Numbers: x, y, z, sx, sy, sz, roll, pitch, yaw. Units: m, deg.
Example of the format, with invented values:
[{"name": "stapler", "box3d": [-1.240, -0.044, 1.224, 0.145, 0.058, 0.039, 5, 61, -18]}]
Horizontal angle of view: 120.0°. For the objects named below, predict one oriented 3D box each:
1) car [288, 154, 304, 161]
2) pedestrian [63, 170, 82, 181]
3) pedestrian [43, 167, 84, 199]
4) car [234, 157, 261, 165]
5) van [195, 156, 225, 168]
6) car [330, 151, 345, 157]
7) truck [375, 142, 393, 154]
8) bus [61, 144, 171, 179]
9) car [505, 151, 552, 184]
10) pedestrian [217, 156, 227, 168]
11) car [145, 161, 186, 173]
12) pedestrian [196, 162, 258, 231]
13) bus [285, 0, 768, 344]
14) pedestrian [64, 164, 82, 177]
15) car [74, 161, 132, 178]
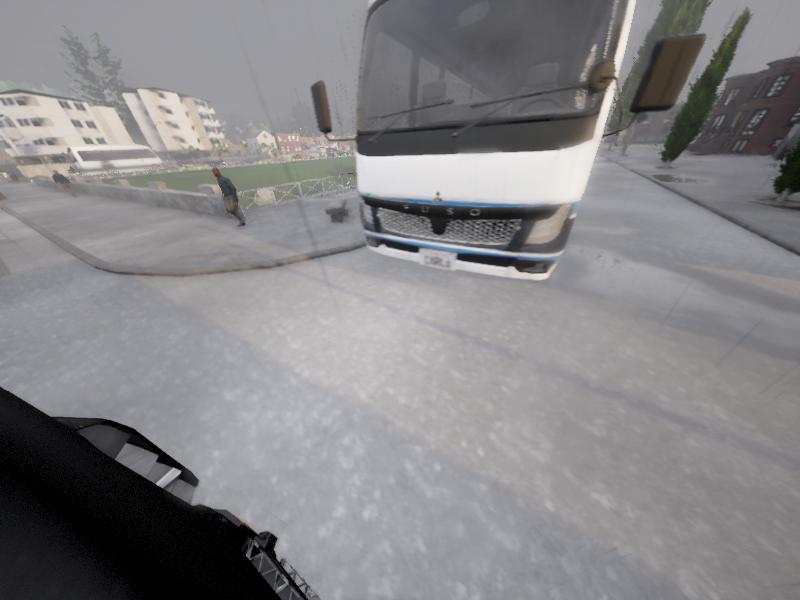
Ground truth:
[{"name": "car", "box3d": [-30.847, -42.402, 68.558, 1.851, 1.617, 3.988, 16, 38, 26]}, {"name": "pedestrian", "box3d": [-45.650, -17.386, 32.193, 0.751, 1.300, 0.751, 0, 34, 4]}, {"name": "pedestrian", "box3d": [-23.378, -8.145, 16.080, 0.751, 1.860, 0.751, 16, 38, 26]}, {"name": "car", "box3d": [-38.267, -34.955, 58.086, 2.033, 1.411, 5.357, 16, 38, 26]}, {"name": "van", "box3d": [-42.571, -30.918, 51.848, 1.775, 1.987, 4.442, 16, 38, 26]}, {"name": "car", "box3d": [-21.907, -51.356, 81.179, 1.930, 1.638, 5.238, 16, 38, 26]}, {"name": "truck", "box3d": [-6.421, -63.306, 95.900, 2.891, 3.827, 8.468, 16, 38, 26]}, {"name": "bus", "box3d": [-46.832, -23.361, 38.818, 3.944, 4.253, 10.273, 16, 38, 26]}, {"name": "car", "box3d": [8.159, -8.420, 14.592, 1.970, 1.475, 3.806, 16, 38, 26]}, {"name": "pedestrian", "box3d": [-35.651, -27.594, 46.205, 0.751, 1.860, 0.751, 16, 38, 26]}, {"name": "car", "box3d": [-46.661, -26.691, 46.147, 1.930, 1.638, 5.238, 16, 38, 26]}, {"name": "pedestrian", "box3d": [-5.442, -3.290, 7.377, 0.751, 1.860, 0.751, 19, 39, 29]}, {"name": "bus", "box3d": [2.978, -4.255, 6.256, 3.944, 4.253, 10.273, 15, 37, 25]}, {"name": "pedestrian", "box3d": [-56.392, -22.278, 39.850, 0.751, 1.860, 0.751, -1, 34, 3]}, {"name": "car", "box3d": [-51.026, -22.516, 39.870, 2.150, 2.045, 5.566, 16, 38, 26]}]
